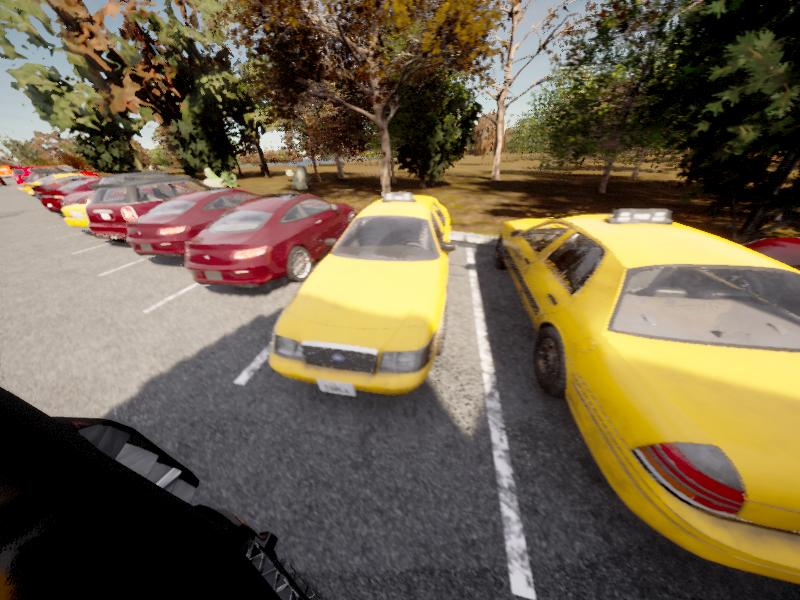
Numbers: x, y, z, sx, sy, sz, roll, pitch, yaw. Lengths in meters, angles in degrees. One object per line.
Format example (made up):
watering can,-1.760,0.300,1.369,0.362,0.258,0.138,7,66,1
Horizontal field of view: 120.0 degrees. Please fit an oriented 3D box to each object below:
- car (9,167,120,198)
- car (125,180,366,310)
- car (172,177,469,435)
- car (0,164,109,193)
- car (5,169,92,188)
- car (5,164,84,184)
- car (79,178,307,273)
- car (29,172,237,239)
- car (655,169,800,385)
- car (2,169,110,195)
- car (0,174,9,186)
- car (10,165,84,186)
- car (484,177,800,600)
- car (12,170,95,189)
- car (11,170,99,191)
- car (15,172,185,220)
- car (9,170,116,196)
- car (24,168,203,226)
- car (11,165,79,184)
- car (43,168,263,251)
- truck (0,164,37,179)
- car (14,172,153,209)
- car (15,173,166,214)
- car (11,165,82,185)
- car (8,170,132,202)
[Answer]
car,-27.507,-9.875,19.282,2.185,1.767,4.553,6,34,13
car,-2.572,-1.776,5.518,2.002,1.452,4.674,4,33,11
car,-0.059,-0.963,4.023,1.946,1.575,5.366,5,34,10
car,-34.830,-12.554,23.639,2.435,2.045,5.566,6,34,14
car,-42.186,-14.804,28.025,1.946,1.575,5.366,7,34,13
car,-51.895,-18.562,33.969,2.435,2.045,5.566,6,34,14
car,-5.107,-2.534,6.849,2.002,1.452,4.674,4,33,11
car,-10.109,-4.216,9.682,1.946,1.575,5.366,5,34,12
car,5.069,0.328,1.477,2.185,1.767,4.553,4,33,10
car,-32.427,-11.378,22.134,1.946,1.575,5.366,7,34,13
car,-56.057,-16.571,31.684,3.988,1.617,1.851,19,40,30
car,-44.611,-15.887,29.436,1.878,1.987,4.442,7,34,13
car,2.554,-0.421,3.020,1.946,1.575,5.366,4,33,10
car,-39.696,-14.034,26.742,2.163,1.488,4.792,6,34,14
car,-37.266,-13.144,25.218,2.163,1.488,4.792,7,34,13
car,-15.151,-5.688,12.279,2.097,1.535,5.008,5,34,12
car,-29.946,-10.624,20.823,2.231,1.521,4.892,6,34,13
car,-12.644,-5.019,10.858,2.185,1.767,4.553,6,34,11
car,-49.490,-17.603,32.387,1.878,1.987,4.442,7,34,13
car,-7.643,-3.425,8.081,2.185,1.767,4.553,5,34,11
truck,-88.491,-29.561,53.168,2.627,2.467,5.204,-19,37,-21
car,-20.106,-7.298,15.129,2.163,1.488,4.792,6,34,13
car,-17.634,-6.451,13.667,2.163,1.488,4.792,6,34,12
car,-47.051,-16.745,30.912,1.878,1.987,4.442,7,34,13
car,-25.045,-8.947,17.927,2.097,1.535,5.008,6,34,13
